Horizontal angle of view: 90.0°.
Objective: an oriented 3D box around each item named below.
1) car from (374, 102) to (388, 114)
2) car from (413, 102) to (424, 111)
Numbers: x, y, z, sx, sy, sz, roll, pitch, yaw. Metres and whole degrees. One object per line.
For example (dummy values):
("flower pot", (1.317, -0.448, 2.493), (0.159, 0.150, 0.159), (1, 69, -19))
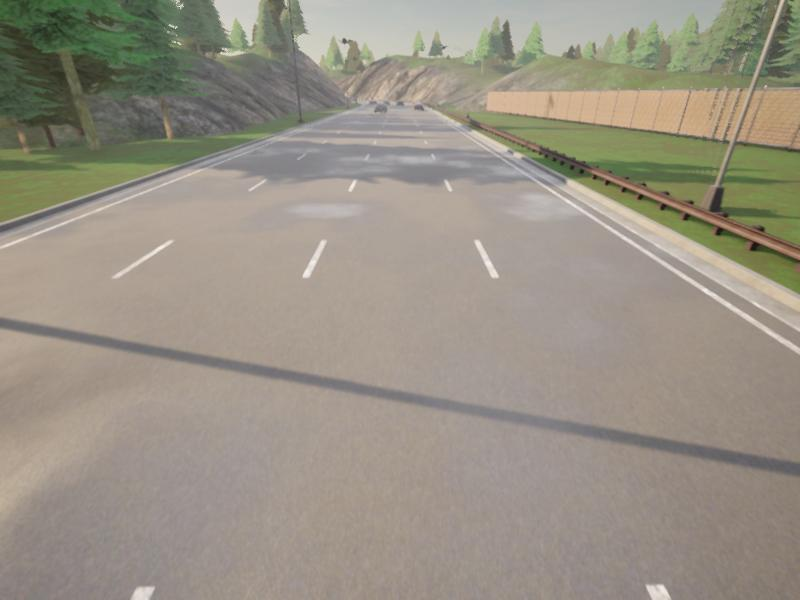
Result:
("car", (-3.346, -34.215, 71.194), (2.152, 1.651, 5.027), (0, 27, 0))
("car", (3.621, -38.036, 78.471), (1.812, 1.442, 4.674), (0, 27, 0))
